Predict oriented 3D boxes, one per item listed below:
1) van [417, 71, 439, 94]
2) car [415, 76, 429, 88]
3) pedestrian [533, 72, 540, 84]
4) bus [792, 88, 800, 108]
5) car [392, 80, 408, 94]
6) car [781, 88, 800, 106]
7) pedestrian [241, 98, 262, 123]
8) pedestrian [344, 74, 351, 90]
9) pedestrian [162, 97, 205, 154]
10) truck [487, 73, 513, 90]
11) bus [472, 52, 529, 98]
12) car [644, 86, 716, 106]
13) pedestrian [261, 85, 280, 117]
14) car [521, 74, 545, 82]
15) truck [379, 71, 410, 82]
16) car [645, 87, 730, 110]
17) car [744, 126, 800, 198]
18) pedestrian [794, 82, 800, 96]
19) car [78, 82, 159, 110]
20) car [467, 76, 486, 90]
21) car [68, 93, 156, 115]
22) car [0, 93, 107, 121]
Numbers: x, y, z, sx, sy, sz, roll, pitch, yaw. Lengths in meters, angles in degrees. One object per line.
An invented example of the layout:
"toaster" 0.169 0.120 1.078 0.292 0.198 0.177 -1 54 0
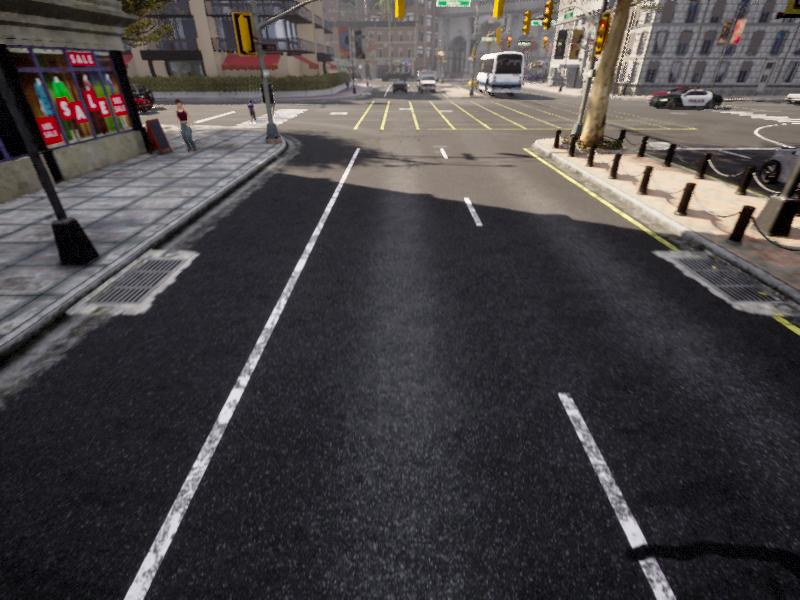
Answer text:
"van" 3.500 -28.296 51.894 2.351 2.431 6.366 0 30 0
"car" 3.548 -35.411 64.947 2.128 1.511 4.902 0 30 0
"pedestrian" 24.285 -39.365 71.004 0.751 1.860 0.751 5 31 8
"bus" 38.422 -17.255 31.239 10.273 4.253 3.944 0 30 0
"car" 0.001 -27.618 51.758 2.033 1.411 5.357 0 30 0
"car" 36.846 -17.805 35.103 4.718 1.301 1.895 0 30 0
"pedestrian" -9.045 -11.535 24.345 0.751 1.300 0.751 2 30 3
"pedestrian" -7.221 -29.926 54.888 0.751 1.860 0.751 0 30 1
"pedestrian" -7.951 -6.438 14.789 0.751 1.860 0.751 0 30 -1
"truck" 15.003 -33.130 60.473 2.390 2.098 6.274 0 30 0
"bus" 11.380 -26.417 46.880 3.944 4.253 10.273 0 30 0
"car" 24.696 -18.073 35.413 4.674 1.442 1.812 5 31 8
"pedestrian" -8.706 -13.422 27.012 0.751 1.860 0.751 2 30 4
"car" 29.248 -48.890 88.024 4.674 1.442 1.812 0 30 0
"truck" -1.109 -48.896 87.383 6.274 2.098 2.390 8 31 13
"car" 22.804 -16.097 31.956 4.974 1.542 2.038 0 30 0
"car" 11.509 -3.458 10.377 1.845 1.501 3.633 0 30 0
"pedestrian" 43.593 -23.023 43.105 0.751 1.860 0.751 0 30 0
"car" -22.133 -16.120 31.650 4.605 1.855 1.932 0 30 -1
"car" 11.503 -32.960 60.694 1.801 1.575 5.366 0 30 0
"car" -20.598 -14.107 28.788 4.718 1.301 1.895 0 30 0
"car" -22.151 -12.419 25.710 4.892 1.490 1.837 0 30 0
